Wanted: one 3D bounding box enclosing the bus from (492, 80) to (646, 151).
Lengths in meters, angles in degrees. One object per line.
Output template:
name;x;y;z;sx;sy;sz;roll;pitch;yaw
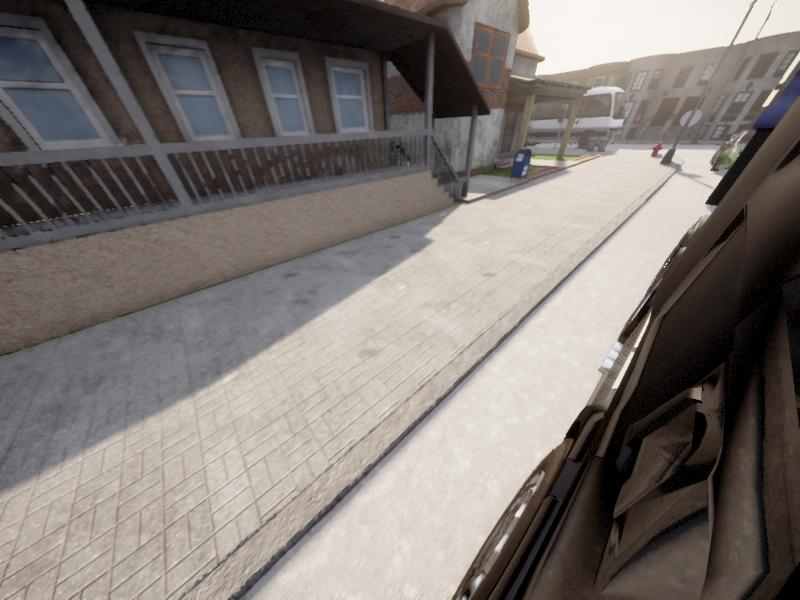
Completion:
bus;14.811;-16.912;21.816;3.944;4.253;10.273;-29;44;-31

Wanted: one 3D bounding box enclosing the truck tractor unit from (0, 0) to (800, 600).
truck tractor unit;2.645;-0.295;0.351;6.516;4.208;3.053;-28;44;-30

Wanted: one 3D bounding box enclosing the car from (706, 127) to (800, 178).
car;16.044;-6.835;10.512;2.007;1.525;4.514;29;47;35

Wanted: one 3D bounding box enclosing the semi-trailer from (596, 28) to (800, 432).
semi-trailer;8.791;-3.537;4.139;14.254;4.402;2.717;-27;43;-29

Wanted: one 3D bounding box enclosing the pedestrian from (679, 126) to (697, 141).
pedestrian;26.909;-15.505;21.568;0.500;1.100;0.500;-21;41;-23
